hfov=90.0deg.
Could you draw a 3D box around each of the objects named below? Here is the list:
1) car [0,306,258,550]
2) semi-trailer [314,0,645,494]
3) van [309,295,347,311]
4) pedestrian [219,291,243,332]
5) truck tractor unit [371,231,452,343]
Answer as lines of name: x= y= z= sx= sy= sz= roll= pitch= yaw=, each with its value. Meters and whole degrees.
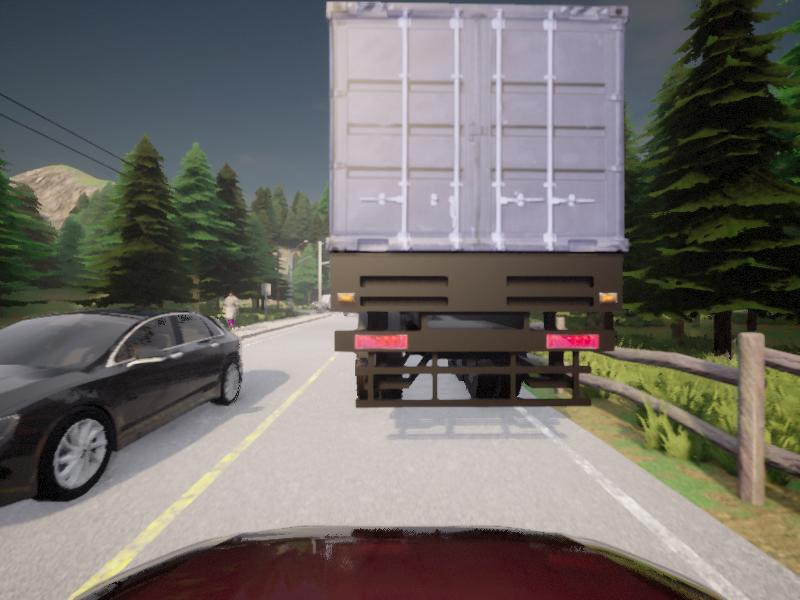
car: x=-3.467 y=0.850 z=4.713 sx=1.837 sy=1.490 sz=4.892 roll=0 pitch=0 yaw=0
semi-trailer: x=0.520 y=-0.602 z=10.409 sx=2.717 sy=4.402 sz=14.254 roll=0 pitch=0 yaw=-1
van: x=-11.150 y=0.445 z=61.531 sx=6.366 sy=2.431 sz=2.351 roll=0 pitch=0 yaw=42
pedestrian: x=-7.833 y=0.511 z=18.569 sx=0.751 sy=1.860 sz=0.751 roll=0 pitch=0 yaw=6
truck tractor unit: x=0.337 y=-0.499 z=18.315 sx=3.053 sy=4.208 sz=6.516 roll=0 pitch=0 yaw=-2
